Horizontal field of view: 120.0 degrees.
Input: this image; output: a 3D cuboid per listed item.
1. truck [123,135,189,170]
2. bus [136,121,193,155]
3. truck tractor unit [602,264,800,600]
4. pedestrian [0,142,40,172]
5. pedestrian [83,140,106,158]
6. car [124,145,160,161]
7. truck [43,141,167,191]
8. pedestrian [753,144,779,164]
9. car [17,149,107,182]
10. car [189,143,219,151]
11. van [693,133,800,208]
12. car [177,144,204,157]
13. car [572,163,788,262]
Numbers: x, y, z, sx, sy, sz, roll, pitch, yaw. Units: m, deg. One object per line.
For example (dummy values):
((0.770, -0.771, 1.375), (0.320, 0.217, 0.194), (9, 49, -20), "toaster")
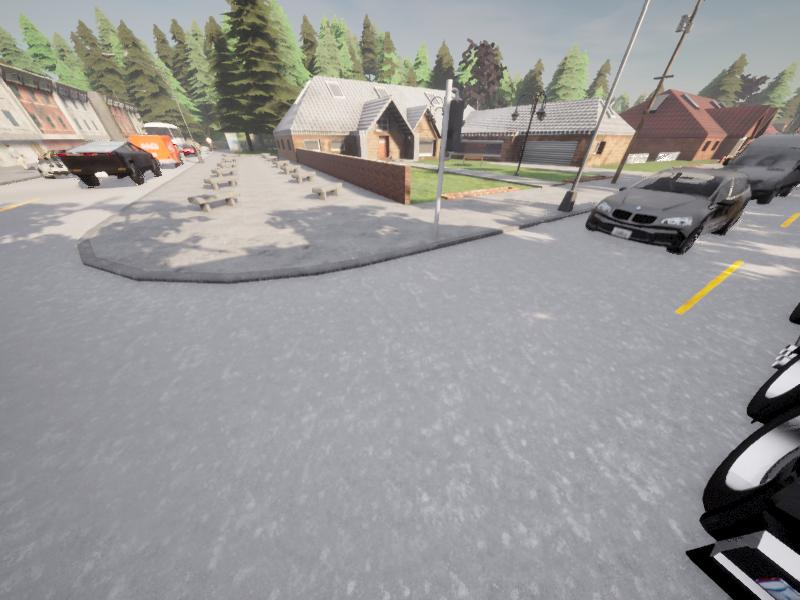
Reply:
((-22.777, -14.145, 21.997), (2.627, 2.467, 5.204), (-17, 39, -23), "truck")
((-39.979, -27.774, 39.887), (3.944, 4.253, 10.273), (-18, 39, -24), "bus")
((5.109, -0.303, 0.783), (6.516, 4.208, 3.053), (-18, 39, -24), "truck tractor unit")
((-28.999, -10.844, 17.503), (0.751, 1.860, 0.751), (-7, 35, -10), "pedestrian")
((-38.930, -19.209, 29.442), (0.751, 1.860, 0.751), (-14, 37, -19), "pedestrian")
((-31.679, -18.139, 28.476), (1.845, 1.501, 3.633), (-18, 39, -25), "car")
((-17.096, -8.378, 14.067), (2.390, 2.098, 6.274), (-17, 39, -24), "truck")
((42.219, -16.856, 26.675), (0.751, 1.860, 0.751), (-18, 39, -24), "pedestrian")
((-22.833, -9.382, 15.897), (1.851, 1.617, 3.988), (-18, 39, -25), "car")
((-46.676, -36.572, 55.213), (1.801, 1.575, 5.366), (11, 36, 15), "car")
((17.134, -6.165, 10.758), (5.915, 2.561, 1.988), (-17, 38, -23), "van")
((-31.942, -22.917, 35.340), (2.007, 1.525, 4.514), (-17, 39, -23), "car")
((7.714, -2.733, 6.522), (4.611, 1.667, 2.242), (-16, 38, -23), "car")
